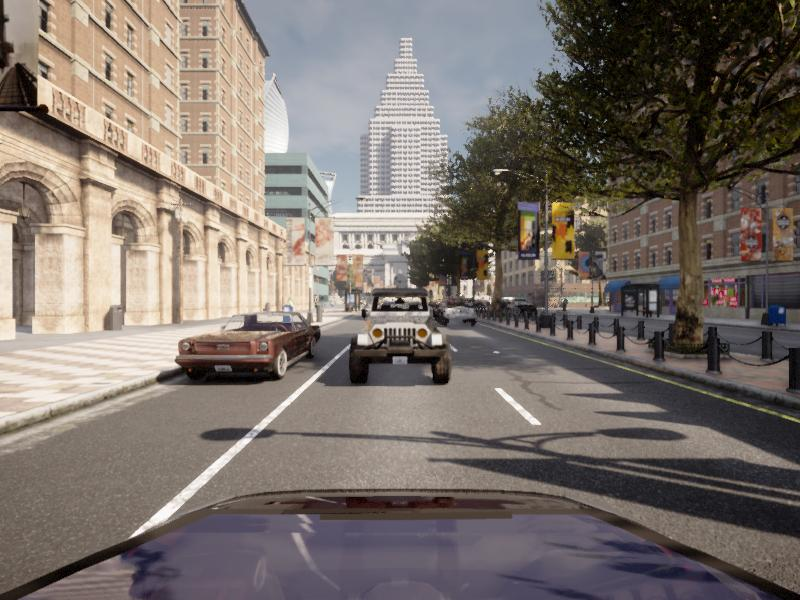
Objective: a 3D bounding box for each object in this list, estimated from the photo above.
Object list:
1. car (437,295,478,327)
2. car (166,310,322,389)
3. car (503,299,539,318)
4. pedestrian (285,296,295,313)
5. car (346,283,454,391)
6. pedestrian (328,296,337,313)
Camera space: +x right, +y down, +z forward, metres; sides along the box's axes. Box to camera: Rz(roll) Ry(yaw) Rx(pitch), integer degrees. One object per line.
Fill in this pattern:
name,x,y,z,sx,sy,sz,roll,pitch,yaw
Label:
car,3.499,0.656,25.317,1.932,1.855,4.605,0,0,0
car,-3.250,0.940,9.526,1.895,1.301,4.718,0,0,0
car,11.500,0.777,38.461,1.930,1.638,5.238,0,0,0
pedestrian,-12.149,0.491,44.268,0.751,1.860,0.751,0,0,10
car,-0.001,0.648,8.936,1.905,1.878,3.866,0,0,0
pedestrian,-7.598,0.492,45.088,0.751,1.860,0.751,0,0,7
